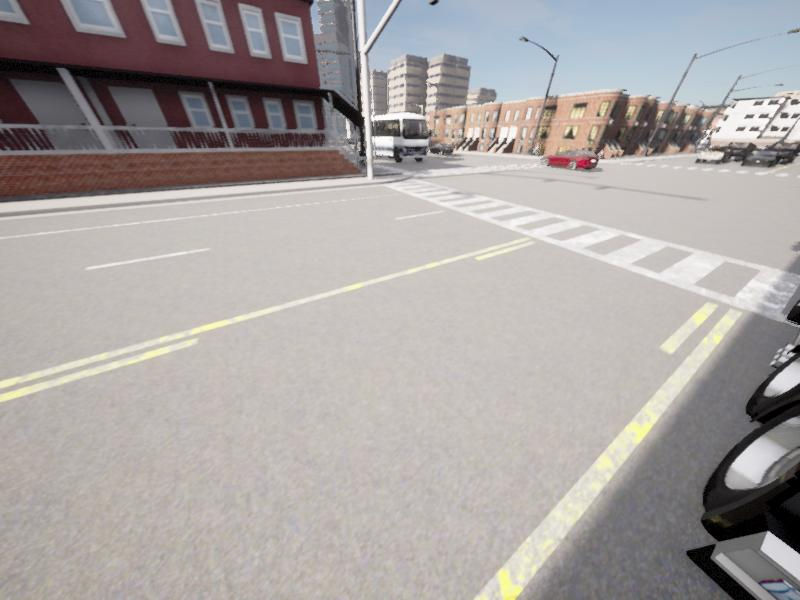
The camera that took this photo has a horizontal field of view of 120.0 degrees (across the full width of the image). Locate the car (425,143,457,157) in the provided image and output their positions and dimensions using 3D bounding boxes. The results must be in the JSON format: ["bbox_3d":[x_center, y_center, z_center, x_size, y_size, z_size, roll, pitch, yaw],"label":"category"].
[{"bbox_3d":[6.047,-22.643,34.749,2.128,1.511,4.902,-18,39,-24],"label":"car"}]

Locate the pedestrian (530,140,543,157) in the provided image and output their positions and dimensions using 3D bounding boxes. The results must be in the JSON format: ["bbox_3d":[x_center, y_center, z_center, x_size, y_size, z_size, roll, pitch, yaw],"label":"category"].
[{"bbox_3d":[18.787,-20.913,31.865,0.751,1.860,0.751,-20,40,-26],"label":"pedestrian"}]

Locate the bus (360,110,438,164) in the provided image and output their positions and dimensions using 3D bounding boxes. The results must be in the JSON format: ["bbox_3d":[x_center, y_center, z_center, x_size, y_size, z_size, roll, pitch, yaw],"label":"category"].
[{"bbox_3d":[-0.623,-18.554,26.502,3.944,4.253,10.273,-18,39,-25],"label":"bus"}]

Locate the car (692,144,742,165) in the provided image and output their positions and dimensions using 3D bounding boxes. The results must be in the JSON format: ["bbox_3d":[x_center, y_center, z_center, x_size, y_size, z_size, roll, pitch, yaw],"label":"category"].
[{"bbox_3d":[36.404,-16.774,26.534,4.605,1.855,1.932,-18,39,-25],"label":"car"}]

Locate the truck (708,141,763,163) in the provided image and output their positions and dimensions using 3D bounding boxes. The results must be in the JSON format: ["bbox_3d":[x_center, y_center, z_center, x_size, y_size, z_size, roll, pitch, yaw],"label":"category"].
[{"bbox_3d":[43.031,-19.061,29.666,6.274,2.098,2.390,-18,39,-25],"label":"truck"}]

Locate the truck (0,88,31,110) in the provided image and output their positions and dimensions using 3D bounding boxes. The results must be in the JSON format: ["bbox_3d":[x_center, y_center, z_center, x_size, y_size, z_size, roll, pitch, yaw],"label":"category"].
[{"bbox_3d":[-59.080,-29.431,32.848,6.274,2.098,2.390,-8,34,-32],"label":"truck"}]

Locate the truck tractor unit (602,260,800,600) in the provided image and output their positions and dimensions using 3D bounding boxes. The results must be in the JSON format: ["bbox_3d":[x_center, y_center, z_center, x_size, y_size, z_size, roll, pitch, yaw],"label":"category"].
[{"bbox_3d":[5.110,-0.301,0.786,6.516,4.208,3.053,-18,40,-24],"label":"truck tractor unit"}]

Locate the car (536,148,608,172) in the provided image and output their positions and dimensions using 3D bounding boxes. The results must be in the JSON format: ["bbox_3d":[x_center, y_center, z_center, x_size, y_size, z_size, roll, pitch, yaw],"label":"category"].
[{"bbox_3d":[15.226,-12.708,20.843,2.163,1.488,4.792,-10,36,-14],"label":"car"}]

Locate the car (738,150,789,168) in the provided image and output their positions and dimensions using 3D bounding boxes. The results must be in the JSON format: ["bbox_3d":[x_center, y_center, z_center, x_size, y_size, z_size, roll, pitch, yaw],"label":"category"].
[{"bbox_3d":[37.998,-14.753,24.139,4.181,1.385,1.994,-18,39,-25],"label":"car"}]

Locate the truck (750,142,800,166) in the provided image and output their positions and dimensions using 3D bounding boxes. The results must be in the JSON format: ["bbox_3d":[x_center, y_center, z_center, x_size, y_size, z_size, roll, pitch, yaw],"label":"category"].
[{"bbox_3d":[44.647,-17.255,27.135,6.274,2.098,2.390,-18,39,-25],"label":"truck"}]
